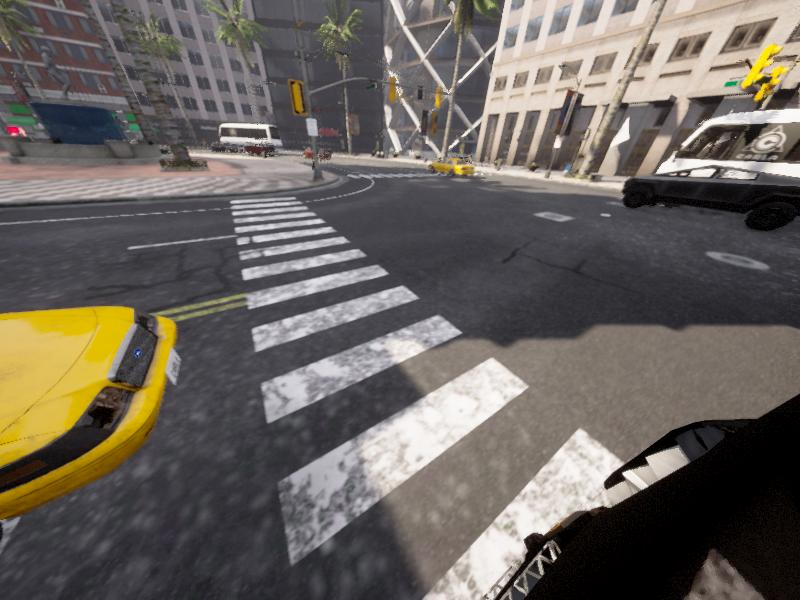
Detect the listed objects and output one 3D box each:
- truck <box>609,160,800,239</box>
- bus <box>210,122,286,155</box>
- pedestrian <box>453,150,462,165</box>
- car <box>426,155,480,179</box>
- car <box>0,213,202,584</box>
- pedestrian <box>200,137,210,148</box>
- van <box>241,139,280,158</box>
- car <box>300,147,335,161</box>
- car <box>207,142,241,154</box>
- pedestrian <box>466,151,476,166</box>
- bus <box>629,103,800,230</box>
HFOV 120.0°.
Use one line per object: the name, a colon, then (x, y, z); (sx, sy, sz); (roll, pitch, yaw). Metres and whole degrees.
truck: (14.074, -4.815, 10.363); (2.390, 2.098, 6.274); (-17, 39, -27)
bus: (-26.538, -28.464, 40.881); (10.273, 4.253, 3.944); (7, 33, 6)
pedestrian: (8.958, -22.102, 35.867); (0.751, 1.860, 0.751); (-21, 40, -31)
car: (4.917, -13.047, 22.512); (1.801, 1.575, 5.366); (-17, 39, -27)
car: (-4.295, 1.019, 0.658); (5.366, 1.575, 1.801); (-17, 39, -27)
pedestrian: (-42.819, -34.595, 50.705); (0.751, 1.860, 0.751); (-2, 34, -8)
van: (-20.921, -22.712, 34.660); (4.480, 2.038, 2.069); (12, 34, 14)
car: (-12.358, -21.929, 34.639); (4.792, 1.488, 2.163); (21, 38, 25)
car: (-29.572, -25.598, 38.850); (3.806, 1.475, 1.970); (3, 34, 0)
pedestrian: (10.448, -20.873, 34.131); (0.751, 1.860, 0.751); (-19, 39, -29)
bus: (18.079, -5.588, 9.886); (3.944, 4.253, 10.273); (-17, 39, -27)
